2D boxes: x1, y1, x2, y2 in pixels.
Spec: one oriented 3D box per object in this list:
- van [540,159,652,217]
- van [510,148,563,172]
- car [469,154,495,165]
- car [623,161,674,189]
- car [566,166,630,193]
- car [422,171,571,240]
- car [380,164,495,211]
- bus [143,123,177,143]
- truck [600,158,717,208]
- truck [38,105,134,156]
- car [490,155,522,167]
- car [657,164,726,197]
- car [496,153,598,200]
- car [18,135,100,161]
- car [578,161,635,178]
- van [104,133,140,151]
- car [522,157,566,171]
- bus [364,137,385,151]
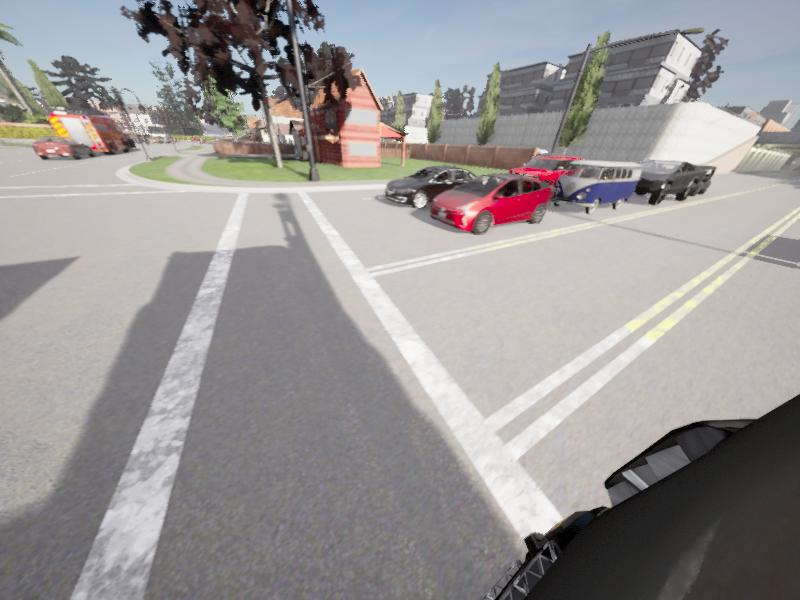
[{"bbox_3d":[8.974,-5.250,10.640,4.442,1.987,1.775,-16,38,-26],"label":"van"},{"bbox_3d":[19.373,-20.174,33.202,1.988,2.561,5.915,-17,38,-26],"label":"van"},{"bbox_3d":[14.304,-24.655,40.475,1.970,1.475,3.806,-16,38,-26],"label":"car"},{"bbox_3d":[22.246,-11.237,20.666,4.605,1.855,1.932,-23,42,-34],"label":"car"},{"bbox_3d":[14.543,-8.930,17.005,3.806,1.475,1.970,-17,38,-26],"label":"car"},{"bbox_3d":[3.244,-3.409,7.879,4.514,1.525,2.007,-16,38,-26],"label":"car"},{"bbox_3d":[1.688,-5.198,10.467,4.892,1.490,1.837,-16,38,-26],"label":"car"},{"bbox_3d":[-68.260,-47.572,66.092,3.944,4.253,10.273,-17,39,-27],"label":"bus"},{"bbox_3d":[15.399,-7.091,13.762,6.274,2.098,2.390,-15,38,-25],"label":"truck"},{"bbox_3d":[-33.408,-18.262,25.284,2.891,3.827,8.468,-17,39,-27],"label":"truck"},{"bbox_3d":[18.439,-24.455,40.467,1.837,1.490,4.892,-17,38,-26],"label":"car"},{"bbox_3d":[21.653,-8.939,17.173,3.866,1.878,1.905,-17,39,-27],"label":"car"},{"bbox_3d":[8.769,-7.439,13.839,5.566,2.045,2.150,-16,38,-26],"label":"car"},{"bbox_3d":[-28.989,-13.163,19.976,2.152,1.651,5.027,-17,39,-27],"label":"car"},{"bbox_3d":[26.266,-16.809,29.611,2.128,1.511,4.902,-16,38,-26],"label":"car"},{"bbox_3d":[-38.240,-21.843,31.930,1.775,1.987,4.442,-19,39,-29],"label":"van"},{"bbox_3d":[22.013,-20.929,35.555,2.033,1.411,5.357,-16,38,-26],"label":"car"},{"bbox_3d":[-10.205,-62.228,92.198,3.944,4.253,10.273,-16,38,-26],"label":"bus"}]
